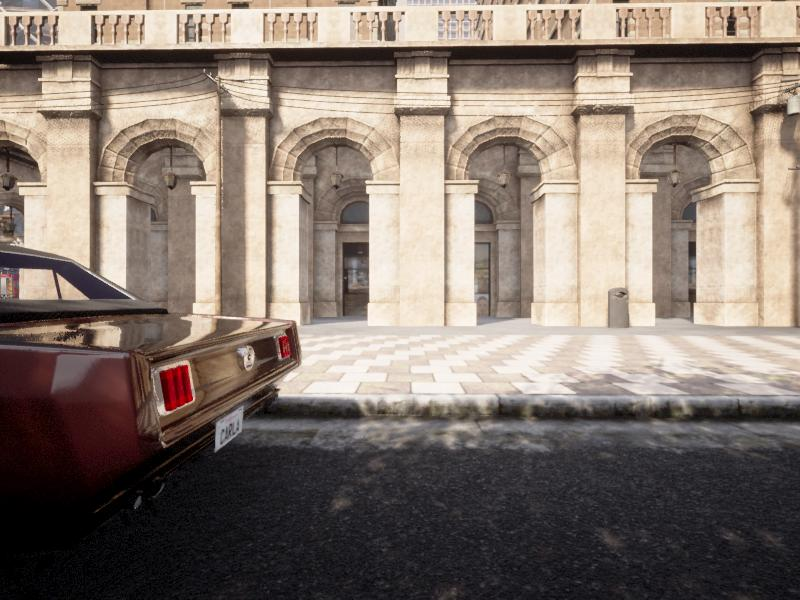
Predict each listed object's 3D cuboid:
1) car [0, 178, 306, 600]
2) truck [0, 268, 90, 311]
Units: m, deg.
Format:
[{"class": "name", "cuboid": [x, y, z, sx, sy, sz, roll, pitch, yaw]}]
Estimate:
[{"class": "car", "cuboid": [-3.058, 0.338, 2.008, 4.718, 1.301, 1.895, 0, 0, 1]}, {"class": "truck", "cuboid": [-35.831, -0.921, 40.064, 2.891, 3.827, 8.468, 0, 0, 1]}]
